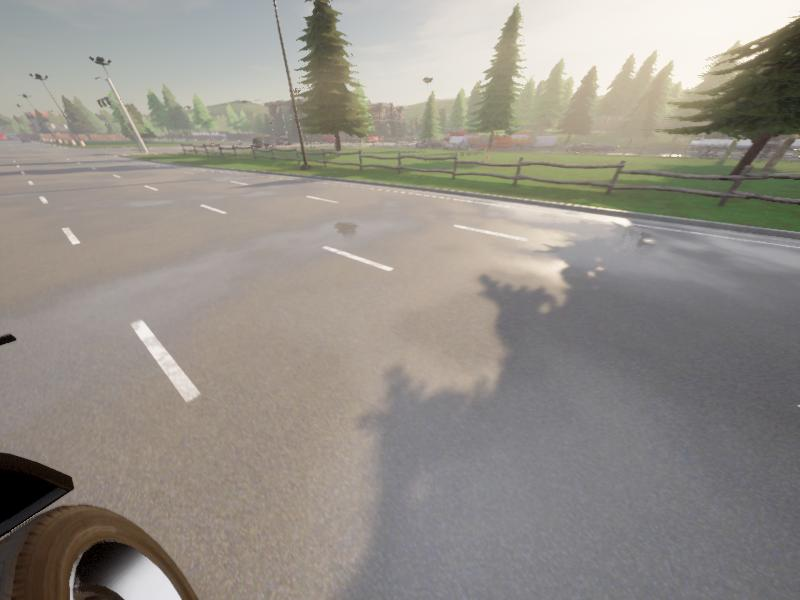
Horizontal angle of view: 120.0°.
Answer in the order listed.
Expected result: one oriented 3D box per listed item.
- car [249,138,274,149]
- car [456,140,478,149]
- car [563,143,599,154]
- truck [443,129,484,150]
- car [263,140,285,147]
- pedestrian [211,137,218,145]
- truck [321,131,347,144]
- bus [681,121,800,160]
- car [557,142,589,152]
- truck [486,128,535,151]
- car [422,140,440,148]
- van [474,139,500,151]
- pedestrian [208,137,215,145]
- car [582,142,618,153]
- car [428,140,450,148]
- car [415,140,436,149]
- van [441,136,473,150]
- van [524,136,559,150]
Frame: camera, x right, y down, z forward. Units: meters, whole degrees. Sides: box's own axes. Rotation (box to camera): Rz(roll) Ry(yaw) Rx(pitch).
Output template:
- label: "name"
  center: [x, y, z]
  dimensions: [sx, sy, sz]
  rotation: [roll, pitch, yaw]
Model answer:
- label: "car"
  center: [-30.090, -34.190, 50.455]
  dimensions: [1.905, 1.878, 3.866]
  rotation: [23, 41, 28]
- label: "car"
  center: [16.704, -38.770, 57.446]
  dimensions: [4.553, 1.767, 2.097]
  rotation: [22, 41, 28]
- label: "car"
  center: [32.454, -27.245, 41.514]
  dimensions: [4.892, 1.490, 1.837]
  rotation: [22, 41, 28]
- label: "truck"
  center: [14.786, -37.926, 54.468]
  dimensions: [8.468, 3.827, 2.891]
  rotation: [22, 41, 28]
- label: "car"
  center: [-33.952, -42.341, 62.291]
  dimensions: [1.837, 1.490, 4.892]
  rotation: [23, 41, 28]
- label: "pedestrian"
  center: [-51.184, -43.877, 63.694]
  dimensions: [0.751, 1.860, 0.751]
  rotation: [-28, 44, -34]
- label: "truck"
  center: [-24.457, -60.288, 85.789]
  dimensions: [8.468, 3.827, 2.891]
  rotation: [-1, 35, -2]
- label: "bus"
  center: [50.284, -23.436, 33.889]
  dimensions: [10.273, 4.253, 3.944]
  rotation: [22, 41, 28]
- label: "car"
  center: [34.345, -30.467, 46.062]
  dimensions: [4.514, 1.525, 2.007]
  rotation: [3, 34, 5]
- label: "truck"
  center: [23.477, -34.358, 49.488]
  dimensions: [8.468, 3.827, 2.891]
  rotation: [22, 41, 28]
- label: "car"
  center: [7.898, -39.845, 59.045]
  dimensions: [3.988, 1.617, 1.851]
  rotation: [22, 41, 28]
- label: "van"
  center: [18.502, -33.176, 49.361]
  dimensions: [4.442, 1.987, 1.775]
  rotation: [22, 41, 28]
- label: "pedestrian"
  center: [-51.428, -43.374, 62.978]
  dimensions: [0.751, 1.860, 0.751]
  rotation: [28, 43, 33]
- label: "car"
  center: [38.782, -29.593, 44.857]
  dimensions: [5.008, 1.535, 1.882]
  rotation: [22, 40, 26]
- label: "car"
  center: [10.246, -41.351, 61.189]
  dimensions: [5.027, 1.651, 2.152]
  rotation: [22, 41, 28]
- label: "car"
  center: [6.200, -38.079, 56.512]
  dimensions: [4.856, 1.649, 2.033]
  rotation: [22, 41, 28]
- label: "van"
  center: [12.784, -35.705, 52.513]
  dimensions: [6.366, 2.431, 2.351]
  rotation: [22, 41, 28]
- label: "van"
  center: [31.830, -35.356, 52.058]
  dimensions: [5.915, 2.561, 1.988]
  rotation: [22, 41, 28]
